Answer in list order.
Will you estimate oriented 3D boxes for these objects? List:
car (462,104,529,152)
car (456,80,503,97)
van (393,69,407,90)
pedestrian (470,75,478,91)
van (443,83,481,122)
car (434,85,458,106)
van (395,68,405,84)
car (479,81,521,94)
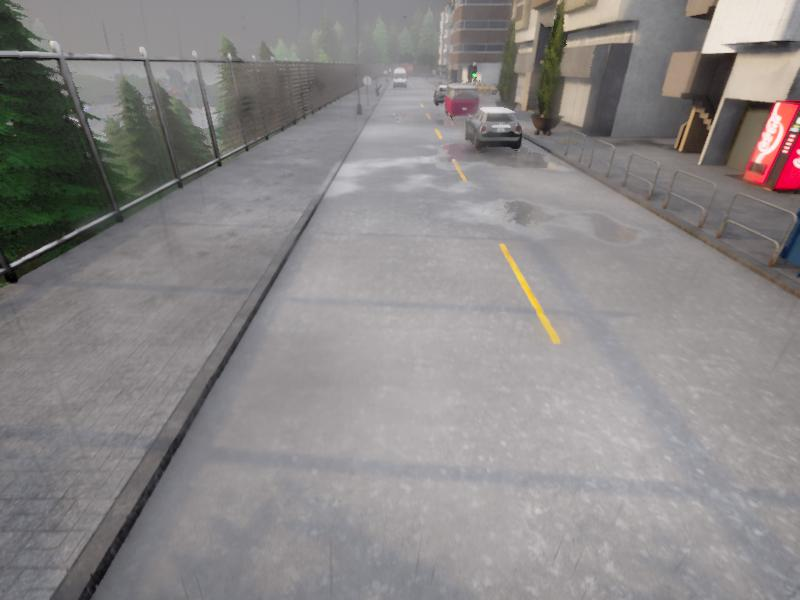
[{"bbox_3d":[3.999,-7.567,17.443,1.970,1.475,3.806,0,30,0],"label":"car"},{"bbox_3d":[9.179,-24.345,45.979,5.366,1.575,1.801,-18,35,-28],"label":"car"},{"bbox_3d":[-0.001,-33.069,59.880,1.988,2.561,5.915,0,30,0],"label":"van"},{"bbox_3d":[9.814,-28.798,53.023,0.751,1.860,0.751,-1,30,-2],"label":"pedestrian"},{"bbox_3d":[3.998,-13.162,26.491,1.775,1.987,4.442,0,30,0],"label":"van"},{"bbox_3d":[4.111,-18.650,36.361,1.970,1.475,3.806,2,30,3],"label":"car"},{"bbox_3d":[0.007,-44.003,78.585,1.988,2.561,5.915,0,30,0],"label":"van"},{"bbox_3d":[12.543,-26.776,50.401,4.718,1.301,1.895,2,30,3],"label":"car"}]
